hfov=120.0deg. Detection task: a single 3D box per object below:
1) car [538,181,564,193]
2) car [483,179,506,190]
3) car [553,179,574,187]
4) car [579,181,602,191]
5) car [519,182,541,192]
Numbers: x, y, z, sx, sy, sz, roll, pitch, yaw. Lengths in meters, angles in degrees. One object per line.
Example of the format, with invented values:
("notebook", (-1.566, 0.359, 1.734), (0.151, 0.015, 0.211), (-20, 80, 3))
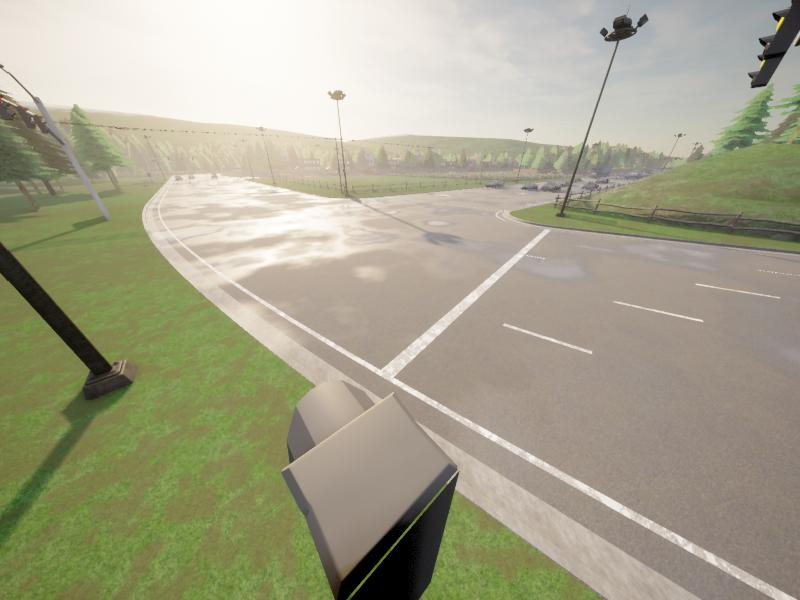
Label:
("car", (27.162, -20.389, 41.534), (4.553, 1.767, 2.097), (-23, 37, -34))
("car", (19.640, -24.023, 47.974), (5.238, 1.638, 1.930), (-23, 37, -34))
("car", (37.605, -26.891, 53.188), (5.357, 1.411, 2.033), (-23, 37, -34))
("car", (36.807, -22.042, 44.656), (4.514, 1.525, 2.007), (-23, 37, -34))
("car", (24.621, -21.436, 43.743), (4.181, 1.385, 1.994), (-23, 37, -34))
